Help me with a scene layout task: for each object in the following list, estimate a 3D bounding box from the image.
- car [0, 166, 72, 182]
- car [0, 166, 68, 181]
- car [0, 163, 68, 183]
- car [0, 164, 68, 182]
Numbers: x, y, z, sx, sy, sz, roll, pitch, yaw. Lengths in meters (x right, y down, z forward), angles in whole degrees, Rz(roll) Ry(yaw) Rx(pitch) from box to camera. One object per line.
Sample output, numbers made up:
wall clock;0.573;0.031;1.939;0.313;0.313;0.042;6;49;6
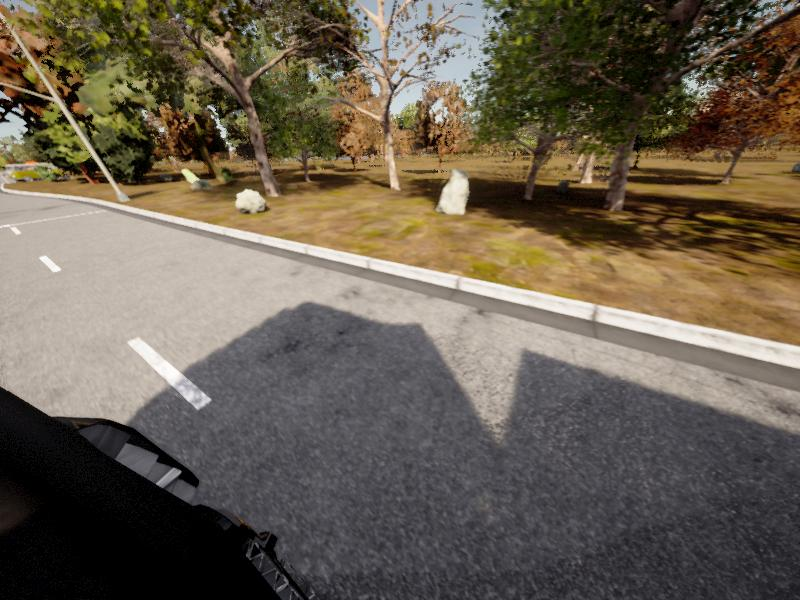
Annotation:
car;-53.742;-18.819;34.320;1.946;1.575;5.366;8;34;15
car;-56.219;-19.523;35.546;1.946;1.575;5.366;8;35;15
car;-49.051;-17.066;30.948;1.878;1.987;4.442;8;34;14
car;-51.425;-17.911;32.568;2.185;1.767;4.553;7;34;15
